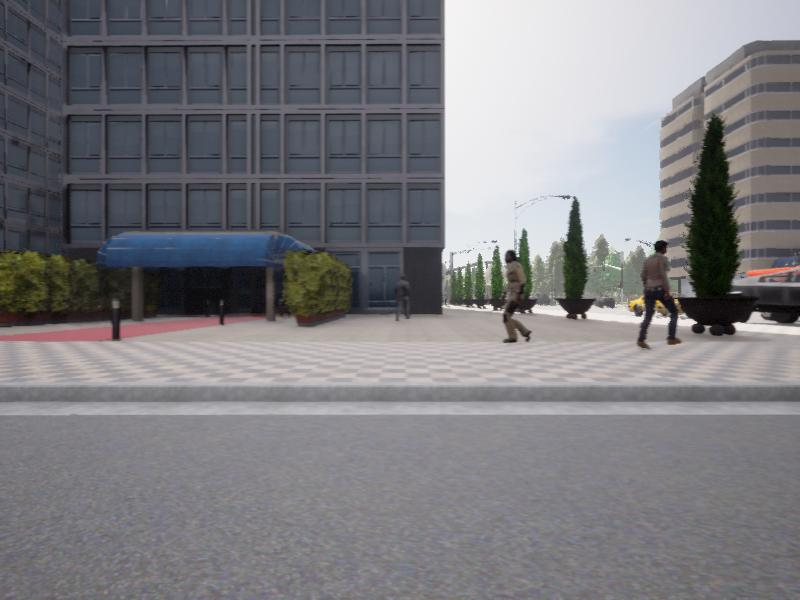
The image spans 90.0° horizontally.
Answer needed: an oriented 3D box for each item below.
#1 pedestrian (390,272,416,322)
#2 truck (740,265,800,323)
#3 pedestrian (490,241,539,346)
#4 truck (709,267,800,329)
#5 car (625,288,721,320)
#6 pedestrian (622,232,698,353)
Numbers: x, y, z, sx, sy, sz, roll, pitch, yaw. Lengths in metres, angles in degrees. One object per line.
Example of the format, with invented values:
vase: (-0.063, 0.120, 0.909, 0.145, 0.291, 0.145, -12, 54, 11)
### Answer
pedestrian: (0.113, -0.122, 15.403, 0.751, 1.860, 0.751, 0, 0, 28)
truck: (18.341, -0.249, 17.435, 2.627, 2.467, 5.204, 0, 0, 1)
pedestrian: (2.130, -0.116, 7.543, 0.751, 1.860, 0.751, 0, 0, 3)
truck: (14.798, -0.063, 14.530, 2.390, 2.098, 6.274, 0, 0, 1)
car: (14.932, 0.196, 22.363, 1.801, 1.575, 5.366, 0, 0, 1)
pedestrian: (4.279, -0.116, 6.619, 0.751, 1.860, 0.751, 0, 0, -14)
